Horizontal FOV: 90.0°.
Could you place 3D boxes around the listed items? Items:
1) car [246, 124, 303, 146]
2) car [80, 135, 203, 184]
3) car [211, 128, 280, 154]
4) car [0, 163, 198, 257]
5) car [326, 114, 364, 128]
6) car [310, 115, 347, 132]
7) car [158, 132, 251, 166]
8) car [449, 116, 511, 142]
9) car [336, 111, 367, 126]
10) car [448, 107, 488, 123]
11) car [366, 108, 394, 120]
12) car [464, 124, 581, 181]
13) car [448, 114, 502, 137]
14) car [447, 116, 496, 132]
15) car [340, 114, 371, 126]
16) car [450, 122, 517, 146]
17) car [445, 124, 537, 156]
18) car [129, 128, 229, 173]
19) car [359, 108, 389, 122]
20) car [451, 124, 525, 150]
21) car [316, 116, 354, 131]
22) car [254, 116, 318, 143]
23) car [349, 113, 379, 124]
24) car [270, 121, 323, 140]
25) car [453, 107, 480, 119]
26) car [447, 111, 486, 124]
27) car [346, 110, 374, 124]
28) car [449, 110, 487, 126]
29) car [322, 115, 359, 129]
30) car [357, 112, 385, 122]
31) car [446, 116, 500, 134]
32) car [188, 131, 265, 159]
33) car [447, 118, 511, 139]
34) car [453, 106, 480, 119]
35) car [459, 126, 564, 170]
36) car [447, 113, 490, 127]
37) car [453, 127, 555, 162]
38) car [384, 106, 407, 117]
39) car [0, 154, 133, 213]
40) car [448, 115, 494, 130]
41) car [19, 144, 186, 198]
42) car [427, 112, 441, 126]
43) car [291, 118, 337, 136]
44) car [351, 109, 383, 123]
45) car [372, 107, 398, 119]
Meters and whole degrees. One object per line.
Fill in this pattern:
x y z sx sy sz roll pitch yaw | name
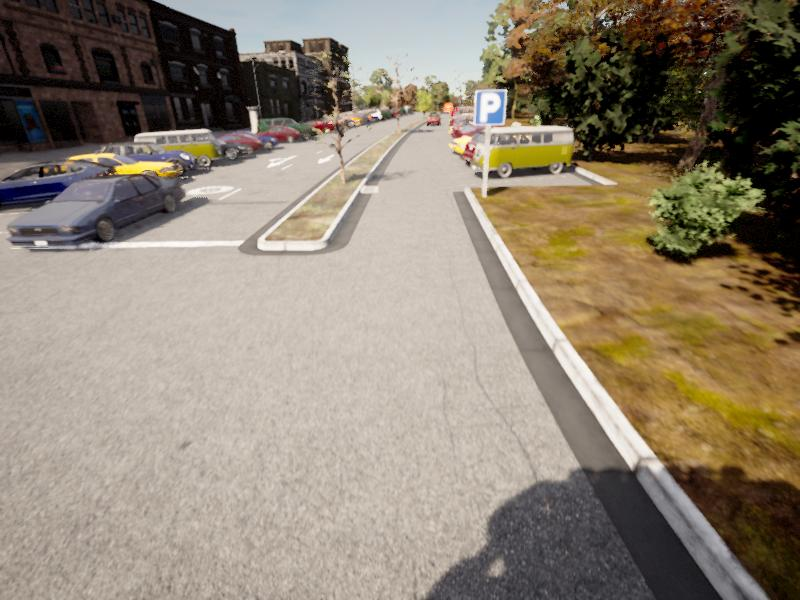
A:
-11.390 -15.067 36.511 4.674 1.452 2.002 -9 27 -12 | car
-12.775 -7.182 20.243 4.553 1.767 2.185 -10 27 -14 | car
-11.915 -12.393 31.124 4.674 1.452 2.002 -9 27 -13 | car
-8.385 -2.863 11.663 2.033 1.411 5.357 0 26 3 | car
-8.371 -27.103 60.623 5.366 1.575 1.946 -8 27 -10 | car
-9.384 -23.239 52.573 4.553 1.767 2.185 -8 27 -11 | car
-12.370 -9.750 25.709 4.892 1.521 2.231 -9 27 -14 | car
6.666 -14.420 33.707 4.553 1.767 2.185 -7 27 -13 | car
-7.661 -28.677 63.254 4.442 1.987 1.878 -8 26 -10 | car
10.583 -28.980 62.641 5.566 2.045 2.435 -6 27 -10 | car
-4.252 -39.317 84.529 5.566 2.045 2.435 -7 26 -9 | car
5.346 -6.612 17.762 4.442 1.987 1.878 -8 28 -15 | car
7.281 -17.051 38.994 4.553 1.767 2.185 -7 27 -12 | car
7.846 -19.530 44.322 4.792 1.488 2.163 -7 27 -12 | car
-7.361 -29.757 66.004 4.792 1.488 2.163 -8 27 -9 | car
6.445 -12.961 31.144 4.674 1.452 2.002 -7 27 -13 | car
5.826 -10.345 25.787 5.366 1.575 1.946 -8 27 -14 | car
-12.460 -8.635 22.938 4.442 1.987 1.878 -10 27 -14 | car
-5.182 -36.650 79.188 5.566 2.045 2.435 -7 27 -9 | car
6.215 -11.647 28.500 4.674 1.452 2.002 -8 27 -13 | car
-9.000 -24.460 55.311 4.892 1.521 2.231 -8 27 -10 | car
-11.093 -16.674 39.091 5.566 2.045 2.435 -9 27 -12 | car
-6.462 -32.448 71.329 5.008 1.535 2.097 -7 26 -9 | car
-10.809 -17.781 41.885 5.008 1.535 2.097 -9 27 -12 | car
12.165 -34.200 73.159 4.442 1.987 1.878 -6 27 -10 | car
9.959 -27.418 60.074 5.366 1.575 1.946 -6 27 -10 | car
-6.794 -31.339 68.589 4.442 1.987 1.878 -7 26 -9 | car
9.296 -24.921 54.789 4.553 1.767 2.185 -6 27 -11 | car
-8.617 -25.796 57.991 5.008 1.535 2.097 -8 26 -10 | car
-5.586 -35.103 76.650 5.008 1.535 2.097 -7 26 -9 | car
7.548 -18.251 41.686 5.008 1.535 2.097 -7 27 -12 | car
-12.142 -11.053 28.422 4.674 1.452 2.002 -9 27 -13 | car
7.146 -15.651 36.450 5.366 1.575 1.946 -7 27 -12 | car
12.596 -35.516 75.796 4.442 1.987 1.878 -6 27 -10 | car
5.588 -7.850 20.480 4.553 1.767 2.185 -8 27 -14 | car
8.932 -23.499 52.220 5.008 1.535 2.097 -6 27 -11 | car
5.982 -9.083 23.234 5.366 1.575 1.946 -8 27 -14 | car
-1.176 -48.626 103.162 5.566 2.045 2.435 -7 27 -9 | car
-13.222 -4.383 14.964 4.792 1.488 2.163 -10 27 -15 | car
8.246 -20.854 46.978 4.792 1.488 2.163 -7 27 -11 | car
-12.723 -5.769 17.647 5.366 1.575 1.946 -10 27 -15 | car
4.932 -26.207 57.877 1.851 1.617 3.988 2 27 8 | car
-10.134 -20.453 47.258 5.008 1.535 2.097 -8 27 -11 | car
-6.058 -33.995 73.870 5.566 2.045 2.435 -7 27 -9 | car
-3.372 -41.973 89.852 5.566 2.045 2.435 -7 26 -9 | car
